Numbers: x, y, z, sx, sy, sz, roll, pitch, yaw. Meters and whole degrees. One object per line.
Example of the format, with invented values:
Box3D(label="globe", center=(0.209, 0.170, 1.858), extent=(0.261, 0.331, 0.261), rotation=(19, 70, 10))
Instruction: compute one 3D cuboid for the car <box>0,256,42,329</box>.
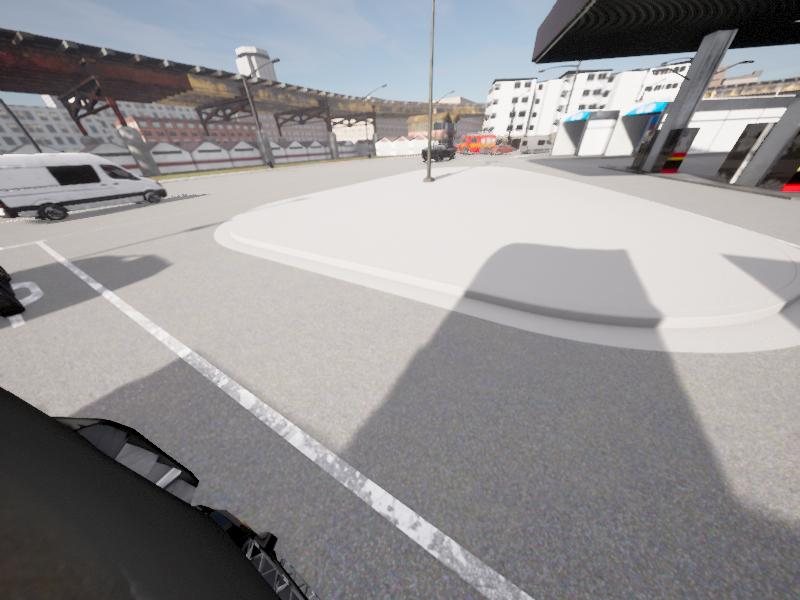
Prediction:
Box3D(label="car", center=(-8.238, -0.371, 3.736), extent=(3.633, 1.501, 1.845), rotation=(17, 38, 27))

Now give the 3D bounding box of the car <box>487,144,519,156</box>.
Box3D(label="car", center=(19.595, -28.668, 44.112), extent=(5.027, 1.651, 2.152), rotation=(-11, 34, -12))

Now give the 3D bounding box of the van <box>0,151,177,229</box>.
Box3D(label="van", center=(-15.685, -5.732, 11.451), extent=(1.988, 2.561, 5.915), rotation=(11, 36, 21))

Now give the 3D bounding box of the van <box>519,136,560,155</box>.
Box3D(label="van", center=(24.995, -27.825, 41.606), extent=(5.915, 2.561, 1.988), rotation=(-7, 34, -6))

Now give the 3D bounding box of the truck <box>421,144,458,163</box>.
Box3D(label="truck", center=(5.869, -21.732, 34.286), extent=(2.390, 2.098, 6.274), rotation=(23, 41, 34))

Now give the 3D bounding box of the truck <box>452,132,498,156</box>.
Box3D(label="truck", center=(15.687, -32.867, 48.733), extent=(8.468, 3.827, 2.891), rotation=(-11, 34, -12))
